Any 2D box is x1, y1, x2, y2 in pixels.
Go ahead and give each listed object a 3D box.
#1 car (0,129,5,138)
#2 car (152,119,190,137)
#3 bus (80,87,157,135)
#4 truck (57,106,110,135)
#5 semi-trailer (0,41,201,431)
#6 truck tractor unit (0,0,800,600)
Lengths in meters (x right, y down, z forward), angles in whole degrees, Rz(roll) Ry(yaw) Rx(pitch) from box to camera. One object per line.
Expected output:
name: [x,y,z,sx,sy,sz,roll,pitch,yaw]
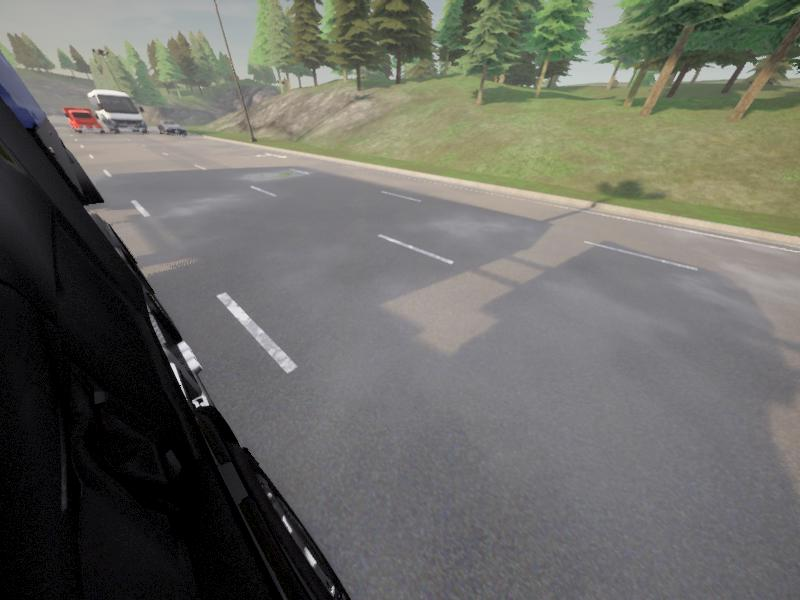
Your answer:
car: [-37.233,-15.279,20.138,4.856,1.649,2.033,29,44,30]
car: [-29.726,-22.294,29.976,5.027,1.651,2.152,29,44,31]
bus: [-36.924,-24.552,30.312,10.273,4.253,3.944,28,44,30]
truck: [-37.474,-21.268,27.388,5.204,2.467,2.627,28,44,30]
semi-trailer: [-8.679,-3.629,4.230,14.254,4.402,2.717,29,44,30]
truck tractor unit: [-2.645,-0.295,0.351,6.516,4.208,3.053,28,44,30]
